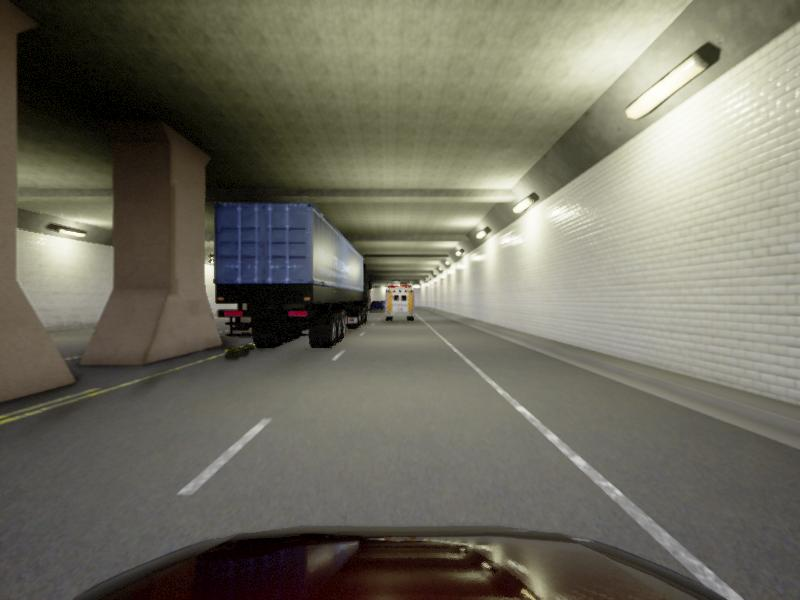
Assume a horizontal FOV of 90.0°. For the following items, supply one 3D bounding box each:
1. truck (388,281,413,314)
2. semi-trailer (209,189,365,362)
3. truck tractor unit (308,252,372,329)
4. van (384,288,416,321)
[{"bbox_3d":[0.017,-0.332,50.720,2.891,3.827,8.468,0,0,0],"label":"truck"},{"bbox_3d":[-3.496,-0.620,17.304,2.717,4.402,14.254,0,0,0],"label":"semi-trailer"},{"bbox_3d":[-3.500,-0.524,25.218,3.053,4.208,6.516,0,0,0],"label":"truck tractor unit"},{"bbox_3d":[0.008,0.370,32.657,2.351,2.431,6.366,0,0,0],"label":"van"}]
